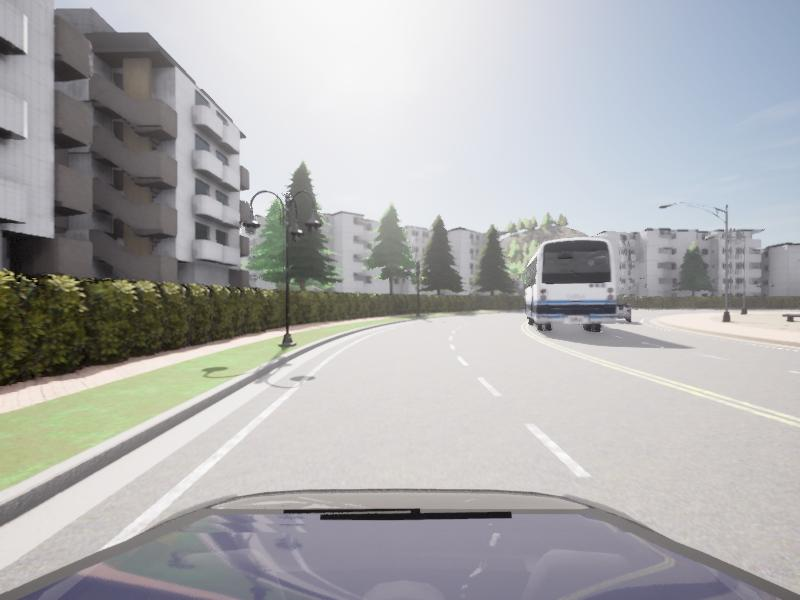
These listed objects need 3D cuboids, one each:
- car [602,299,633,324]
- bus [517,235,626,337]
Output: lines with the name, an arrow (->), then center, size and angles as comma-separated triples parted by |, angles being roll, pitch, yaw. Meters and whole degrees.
car -> 15.410, 0.743, 28.419 | 1.851, 1.617, 3.988 | 0, 0, 28
bus -> 8.722, -0.569, 22.067 | 3.944, 4.253, 10.273 | -1, 0, 15
